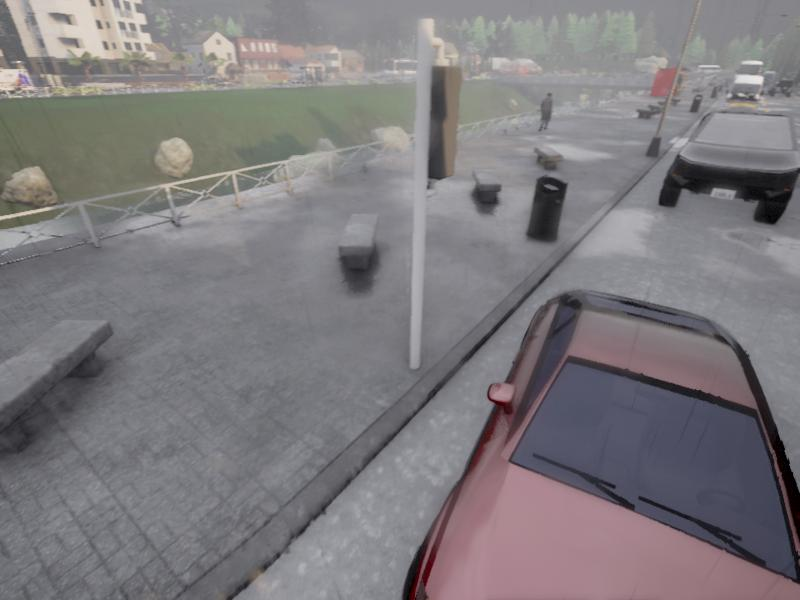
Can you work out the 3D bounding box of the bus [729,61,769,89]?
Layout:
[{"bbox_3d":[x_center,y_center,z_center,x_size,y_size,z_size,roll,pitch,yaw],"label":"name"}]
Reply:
[{"bbox_3d":[63.767,-41.285,73.238,3.944,4.253,10.273,21,36,31],"label":"bus"}]

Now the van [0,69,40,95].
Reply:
[{"bbox_3d":[-44.227,-23.872,43.817,2.351,2.431,6.366,21,36,31],"label":"van"}]

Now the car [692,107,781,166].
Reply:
[{"bbox_3d":[13.735,-6.847,16.406,2.128,1.511,4.902,21,36,31],"label":"car"}]

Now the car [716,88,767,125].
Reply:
[{"bbox_3d":[22.668,-12.961,26.615,1.932,1.855,4.605,21,36,31],"label":"car"}]

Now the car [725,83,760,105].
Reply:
[{"bbox_3d":[34.210,-20.621,39.950,2.097,1.767,4.553,21,36,31],"label":"car"}]

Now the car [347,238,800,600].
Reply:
[{"bbox_3d":[1.650,1.036,2.930,1.994,1.385,4.181,16,33,24],"label":"car"}]

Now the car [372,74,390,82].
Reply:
[{"bbox_3d":[-4.257,-50.056,90.150,1.994,1.385,4.181,21,36,31],"label":"car"}]

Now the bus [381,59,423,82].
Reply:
[{"bbox_3d":[0.581,-51.249,89.415,3.944,4.253,10.273,21,36,31],"label":"bus"}]

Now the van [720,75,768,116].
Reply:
[{"bbox_3d":[27.190,-16.263,31.669,1.988,2.561,5.915,21,36,31],"label":"van"}]

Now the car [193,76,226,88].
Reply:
[{"bbox_3d":[-29.198,-33.475,61.379,1.970,1.475,3.806,21,36,31],"label":"car"}]

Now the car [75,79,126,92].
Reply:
[{"bbox_3d":[-38.144,-27.437,51.114,1.895,1.301,4.718,21,36,31],"label":"car"}]

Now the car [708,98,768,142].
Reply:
[{"bbox_3d":[17.934,-9.676,21.230,1.801,1.575,5.366,21,36,31],"label":"car"}]

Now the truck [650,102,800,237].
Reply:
[{"bbox_3d":[8.851,-3.843,10.622,2.390,2.098,6.274,21,36,31],"label":"truck"}]

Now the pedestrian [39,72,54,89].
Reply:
[{"bbox_3d":[-45.162,-28.052,51.154,0.751,1.860,0.751,24,38,35],"label":"pedestrian"}]

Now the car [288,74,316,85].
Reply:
[{"bbox_3d":[-18.088,-40.951,74.143,2.033,1.649,4.856,21,36,31],"label":"car"}]

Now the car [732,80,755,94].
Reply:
[{"bbox_3d":[48.670,-30.199,56.668,2.033,1.649,4.856,21,36,31],"label":"car"}]

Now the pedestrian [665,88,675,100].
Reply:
[{"bbox_3d":[28.308,-21.591,41.965,0.500,1.100,0.500,11,32,17],"label":"pedestrian"}]

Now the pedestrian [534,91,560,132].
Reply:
[{"bbox_3d":[7.683,-9.894,20.961,0.751,1.860,0.751,21,36,31],"label":"pedestrian"}]
